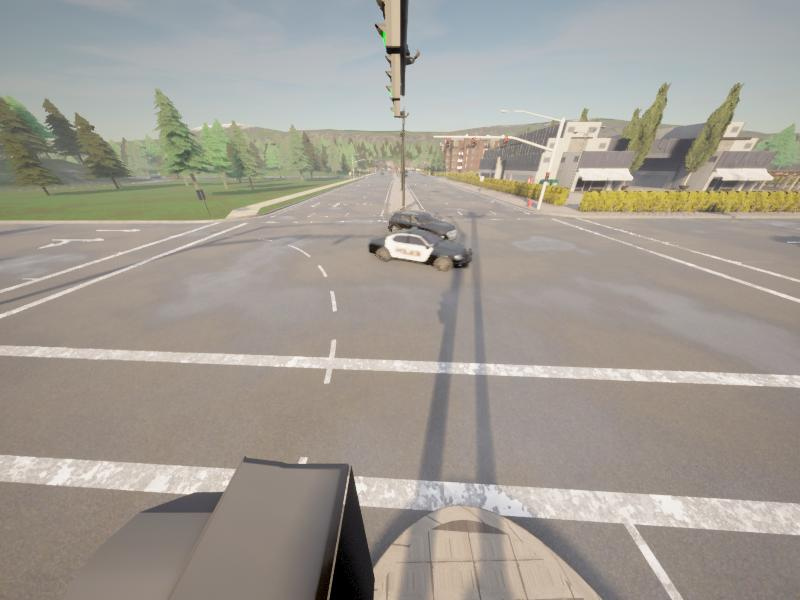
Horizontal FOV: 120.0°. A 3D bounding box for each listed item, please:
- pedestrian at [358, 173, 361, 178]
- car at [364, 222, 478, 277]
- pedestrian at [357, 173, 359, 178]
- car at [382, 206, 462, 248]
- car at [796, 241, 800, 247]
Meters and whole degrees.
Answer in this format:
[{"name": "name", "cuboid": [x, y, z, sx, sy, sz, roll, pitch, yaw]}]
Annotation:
[{"name": "pedestrian", "cuboid": [-16.428, -50.686, 93.883, 0.751, 1.860, 0.751, 2, 30, 3]}, {"name": "car", "cuboid": [0.971, -2.652, 11.367, 4.974, 1.542, 2.038, 13, 31, 21]}, {"name": "pedestrian", "cuboid": [-16.906, -50.163, 92.976, 0.751, 1.860, 0.751, -5, 30, -9]}, {"name": "car", "cuboid": [1.316, -4.962, 15.273, 4.856, 1.649, 2.033, 22, 37, 33]}, {"name": "car", "cuboid": [26.167, -3.393, 12.815, 4.181, 1.385, 1.994, 0, 30, 1]}]
